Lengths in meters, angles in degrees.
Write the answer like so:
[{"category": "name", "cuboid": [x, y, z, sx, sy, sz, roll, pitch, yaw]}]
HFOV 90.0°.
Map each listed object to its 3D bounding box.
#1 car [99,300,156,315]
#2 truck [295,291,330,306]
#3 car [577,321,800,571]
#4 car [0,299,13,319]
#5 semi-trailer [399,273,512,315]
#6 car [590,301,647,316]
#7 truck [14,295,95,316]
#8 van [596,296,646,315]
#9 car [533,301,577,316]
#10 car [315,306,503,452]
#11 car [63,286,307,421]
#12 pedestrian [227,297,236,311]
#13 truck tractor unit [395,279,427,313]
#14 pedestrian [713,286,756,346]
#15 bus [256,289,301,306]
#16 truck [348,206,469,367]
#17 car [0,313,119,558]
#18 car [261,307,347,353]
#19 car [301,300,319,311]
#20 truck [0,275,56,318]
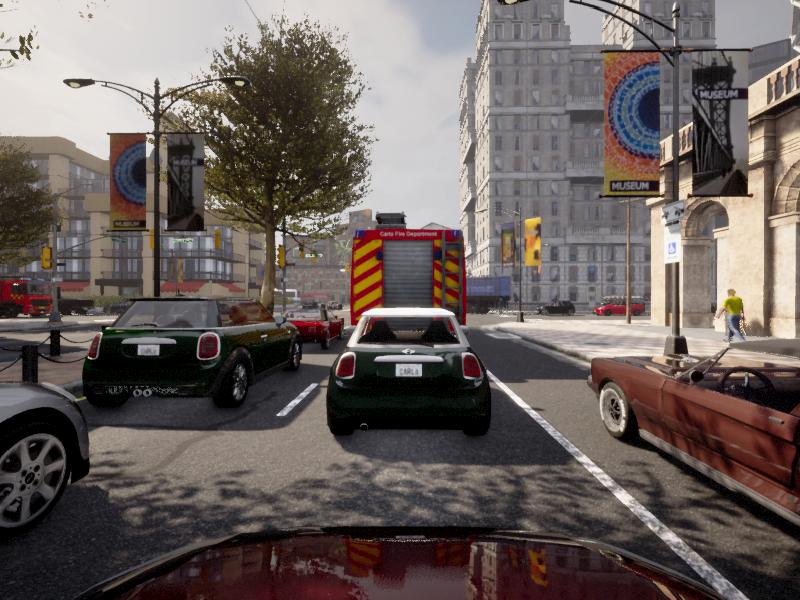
[{"category": "car", "cuboid": [-29.884, 0.777, 43.964, 4.856, 1.649, 2.033, 0, 0, 1]}, {"category": "truck", "cuboid": [-23.107, -0.324, 105.848, 8.468, 3.827, 2.891, 0, 0, 2]}, {"category": "car", "cuboid": [3.308, 0.938, 3.058, 1.895, 1.301, 4.718, 0, 0, 1]}, {"category": "car", "cuboid": [-36.048, 0.771, 33.548, 5.238, 1.638, 1.930, 0, 0, 0]}, {"category": "semi-trailer", "cuboid": [6.134, -0.633, 48.018, 14.254, 4.402, 2.717, 0, 1, 42]}, {"category": "car", "cuboid": [21.629, 0.828, 39.734, 4.514, 1.525, 2.007, 0, 0, 1]}, {"category": "truck", "cuboid": [-34.899, 0.542, 40.533, 6.274, 2.098, 2.390, 0, 0, 1]}, {"category": "van", "cuboid": [23.780, 0.599, 43.203, 4.442, 1.987, 1.775, 0, 0, 1]}, {"category": "car", "cuboid": [15.373, 0.827, 39.827, 3.633, 1.501, 1.845, 0, 0, 1]}, {"category": "car", "cuboid": [0.119, 0.853, 6.110, 1.970, 1.475, 3.806, 0, 0, 1]}, {"category": "car", "cuboid": [-3.355, 0.694, 7.527, 2.097, 1.767, 4.553, 0, 0, 1]}, {"category": "pedestrian", "cuboid": [-21.904, 0.485, 51.985, 0.751, 1.860, 0.751, 0, 0, 12]}, {"category": "truck tractor unit", "cuboid": [1.350, -0.526, 53.920, 3.053, 4.208, 6.516, 0, 0, -10]}, {"category": "pedestrian", "cuboid": [10.581, 0.485, 12.667, 0.751, 1.860, 0.751, 0, 0, 2]}, {"category": "bus", "cuboid": [-30.942, -0.533, 102.441, 10.273, 4.253, 3.944, 0, 0, 2]}, {"category": "truck", "cuboid": [0.274, -0.321, 13.781, 2.891, 3.827, 8.468, 0, 0, 1]}, {"category": "car", "cuboid": [-3.473, 0.853, 1.600, 1.970, 1.475, 3.806, 0, 0, 1]}, {"category": "car", "cuboid": [-3.218, 0.944, 14.445, 1.895, 1.301, 4.718, 0, 0, 1]}, {"category": "car", "cuboid": [-13.798, 0.815, 61.323, 1.789, 1.549, 3.705, 0, 0, 1]}, {"category": "truck", "cuboid": [-37.345, -0.320, 37.063, 8.468, 3.827, 2.891, 0, 0, 1]}]
